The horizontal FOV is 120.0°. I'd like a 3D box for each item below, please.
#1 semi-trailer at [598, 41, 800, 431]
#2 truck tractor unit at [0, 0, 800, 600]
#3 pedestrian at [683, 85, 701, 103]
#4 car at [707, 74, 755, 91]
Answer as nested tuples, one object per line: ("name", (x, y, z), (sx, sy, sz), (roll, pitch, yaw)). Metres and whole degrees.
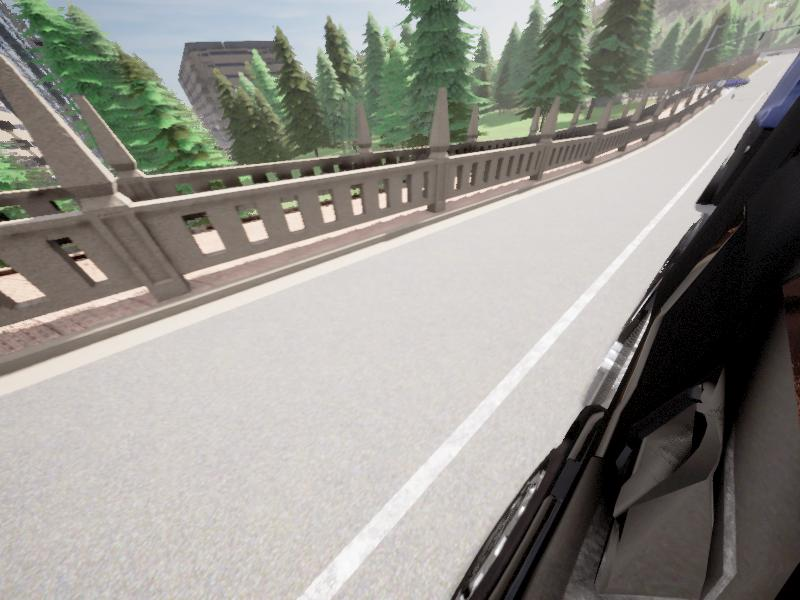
("semi-trailer", (8.697, -3.599, 4.239), (14.254, 4.402, 2.717), (-28, 44, -30))
("truck tractor unit", (2.645, -0.295, 0.351), (6.516, 4.208, 3.053), (-28, 44, -30))
("pedestrian", (41.220, -29.077, 32.623), (0.751, 1.860, 0.751), (-32, 45, -24))
("car", (57.071, -37.644, 39.949), (2.007, 1.525, 4.514), (-37, 48, -28))
